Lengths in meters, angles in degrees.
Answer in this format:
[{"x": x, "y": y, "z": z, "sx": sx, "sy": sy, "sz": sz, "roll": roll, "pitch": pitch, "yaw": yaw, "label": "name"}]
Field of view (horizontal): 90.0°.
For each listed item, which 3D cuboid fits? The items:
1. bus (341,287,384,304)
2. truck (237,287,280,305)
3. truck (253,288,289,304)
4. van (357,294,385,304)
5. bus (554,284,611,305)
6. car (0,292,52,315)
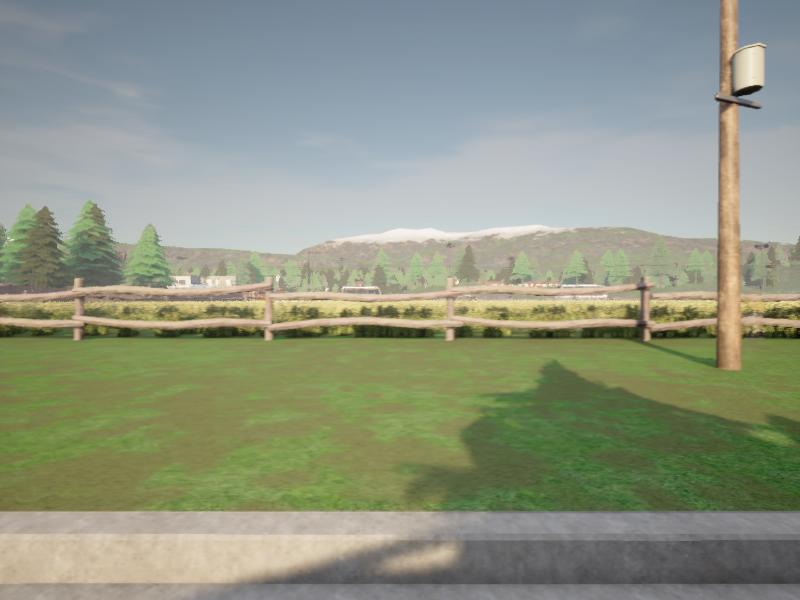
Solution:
[{"x": -9.209, "y": -1.135, "z": 98.664, "sx": 10.273, "sy": 4.253, "sz": 3.944, "roll": 0, "pitch": 0, "yaw": 0, "label": "bus"}, {"x": -31.029, "y": -0.913, "z": 87.939, "sx": 8.468, "sy": 3.827, "sz": 2.891, "roll": 0, "pitch": 0, "yaw": 0, "label": "truck"}, {"x": -32.532, "y": -0.913, "z": 100.894, "sx": 8.468, "sy": 3.827, "sz": 2.891, "roll": 0, "pitch": 0, "yaw": -21, "label": "truck"}, {"x": -6.871, "y": -0.224, "z": 95.051, "sx": 6.366, "sy": 2.431, "sz": 2.351, "roll": 0, "pitch": 0, "yaw": 0, "label": "van"}, {"x": 38.509, "y": -1.152, "z": 84.877, "sx": 10.273, "sy": 4.253, "sz": 3.944, "roll": 0, "pitch": 0, "yaw": 0, "label": "bus"}, {"x": -27.900, "y": 0.240, "z": 27.927, "sx": 2.038, "sy": 1.542, "sz": 4.974, "roll": 0, "pitch": 0, "yaw": 26, "label": "car"}]
